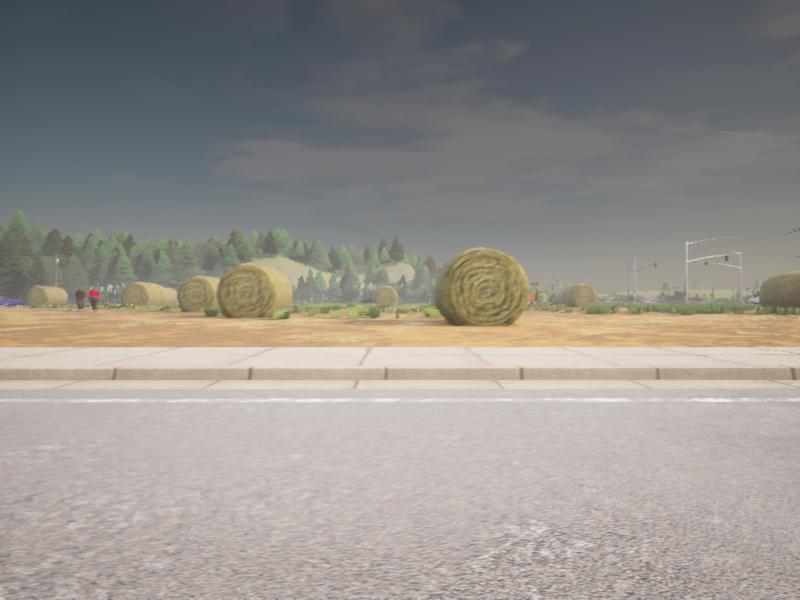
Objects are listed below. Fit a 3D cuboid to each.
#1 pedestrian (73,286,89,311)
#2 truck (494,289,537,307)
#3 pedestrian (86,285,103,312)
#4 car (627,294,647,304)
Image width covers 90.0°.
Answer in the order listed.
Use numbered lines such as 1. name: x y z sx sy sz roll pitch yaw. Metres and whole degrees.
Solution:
1. pedestrian: -24.189 -0.099 30.345 0.751 1.860 0.751 0 0 36
2. truck: 16.029 -0.265 55.795 5.204 2.467 2.627 0 0 4
3. pedestrian: -20.932 -0.101 27.429 0.751 1.860 0.751 0 0 -21
4. car: 43.141 -0.216 72.913 1.789 1.549 3.705 0 3 6
